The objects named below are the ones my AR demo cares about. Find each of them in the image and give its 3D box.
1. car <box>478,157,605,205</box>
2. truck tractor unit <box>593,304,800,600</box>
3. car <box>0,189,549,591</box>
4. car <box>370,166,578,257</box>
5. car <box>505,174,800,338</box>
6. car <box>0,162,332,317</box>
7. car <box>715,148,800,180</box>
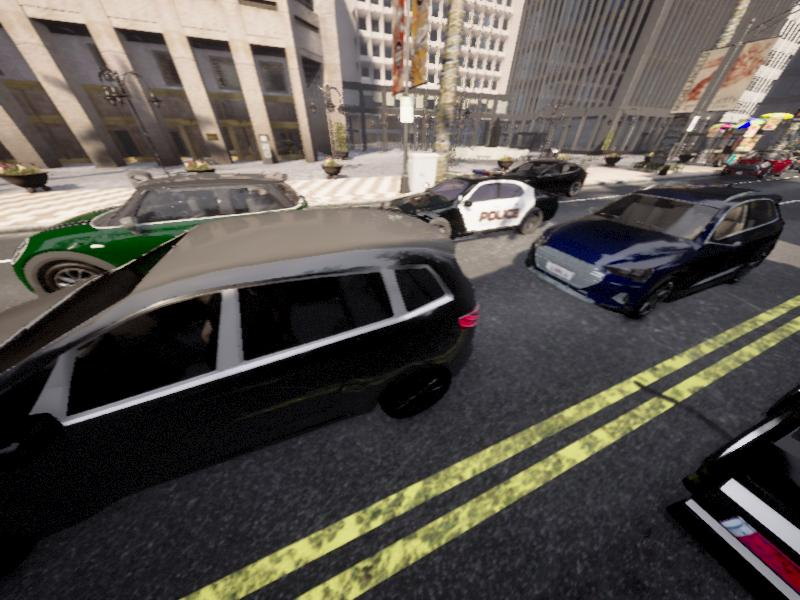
[{"bbox_3d":[6.442,-5.639,10.731,4.792,1.488,2.163,-13,37,-18],"label":"car"},{"bbox_3d":[5.231,-0.160,0.583,6.516,4.208,3.053,-13,38,-18],"label":"truck tractor unit"},{"bbox_3d":[-1.551,0.196,2.194,4.611,1.667,2.242,-13,37,-18],"label":"car"},{"bbox_3d":[1.900,-2.680,6.433,4.974,1.542,2.038,-13,37,-18],"label":"car"},{"bbox_3d":[4.808,-1.189,4.283,4.856,1.649,2.033,-12,37,-18],"label":"car"},{"bbox_3d":[-3.932,-1.500,4.451,4.553,1.767,2.097,-12,37,-18],"label":"car"},{"bbox_3d":[26.902,-10.235,17.261,4.553,1.767,2.185,-13,37,-18],"label":"car"}]
